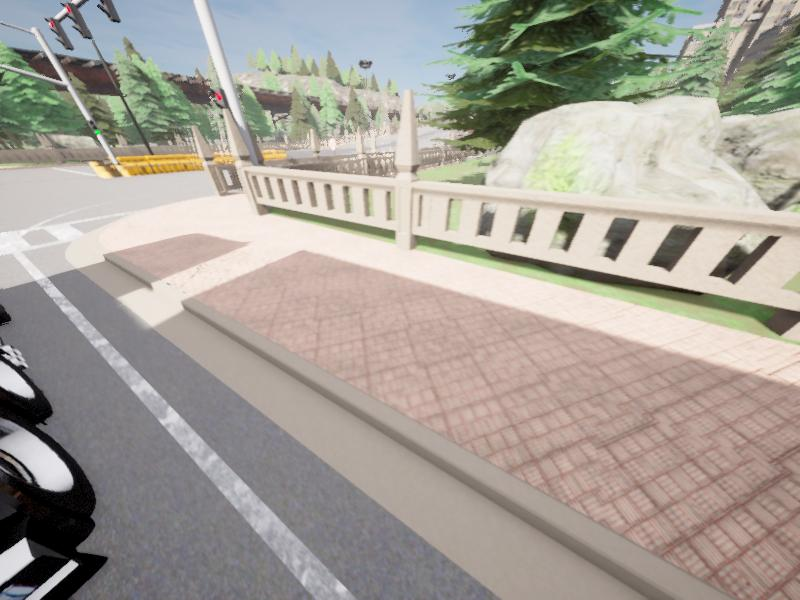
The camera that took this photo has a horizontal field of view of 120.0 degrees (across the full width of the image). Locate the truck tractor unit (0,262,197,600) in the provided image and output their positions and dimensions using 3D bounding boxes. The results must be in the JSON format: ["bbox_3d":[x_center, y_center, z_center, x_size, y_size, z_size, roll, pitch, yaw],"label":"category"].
[{"bbox_3d":[-5.112,-0.299,0.786,6.516,4.208,3.053,18,39,24],"label":"truck tractor unit"}]
